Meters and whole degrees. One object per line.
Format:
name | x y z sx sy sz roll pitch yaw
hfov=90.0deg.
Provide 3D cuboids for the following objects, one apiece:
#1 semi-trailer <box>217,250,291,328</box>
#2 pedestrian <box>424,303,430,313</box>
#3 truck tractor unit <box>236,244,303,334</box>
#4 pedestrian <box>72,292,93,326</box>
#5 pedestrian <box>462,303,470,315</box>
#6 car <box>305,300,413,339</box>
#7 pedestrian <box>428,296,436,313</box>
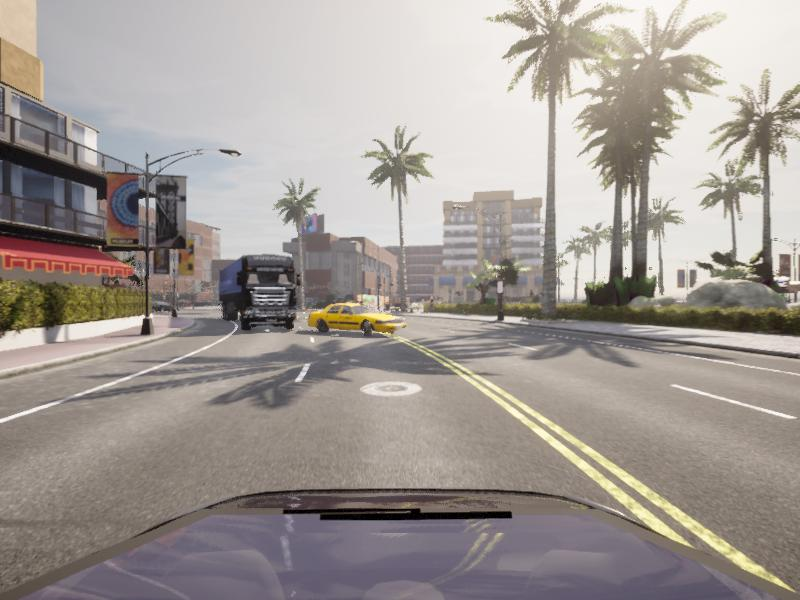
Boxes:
semi-trailer | -11.252 -0.604 29.475 2.717 4.402 14.254 0 0 -30
pedestrian | 2.934 0.878 43.571 0.500 1.100 0.500 0 0 -19
truck tractor unit | -7.548 -0.506 22.494 3.053 4.208 6.516 0 0 -23
pedestrian | -17.742 0.514 22.399 0.751 1.860 0.751 0 0 -23
pedestrian | 6.260 0.876 37.977 0.500 1.100 0.500 0 0 -27
car | -2.074 0.810 18.689 5.366 1.575 1.801 0 1 40
pedestrian | 3.448 0.498 43.319 0.751 1.860 0.751 0 0 -3
